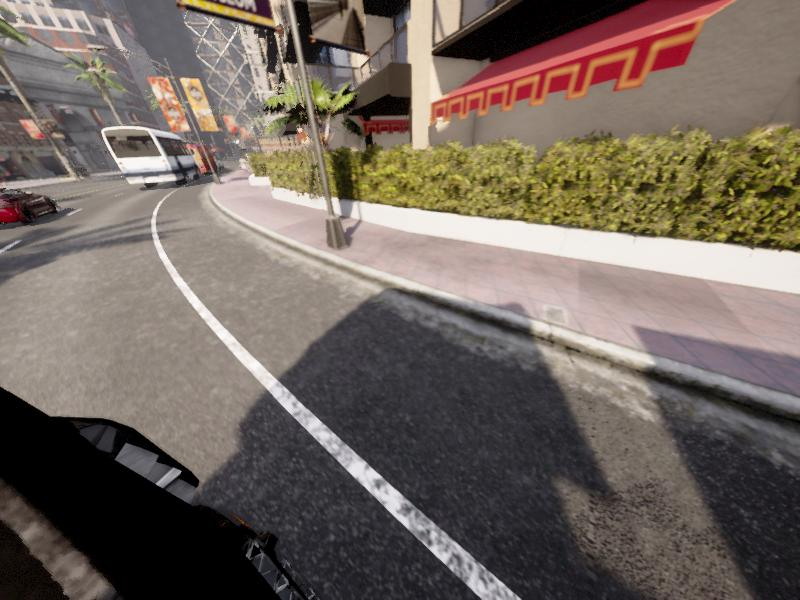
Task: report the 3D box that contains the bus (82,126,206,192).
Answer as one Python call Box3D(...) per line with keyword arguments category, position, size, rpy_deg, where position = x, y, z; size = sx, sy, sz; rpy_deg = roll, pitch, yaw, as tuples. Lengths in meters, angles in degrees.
Box3D(category="bus", position=(-22.797, -13.444, 21.962), size=(3.944, 4.253, 10.273), rpy_deg=(-18, 36, -21))

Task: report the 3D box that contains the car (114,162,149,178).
Box3D(category="car", position=(-40.703, -19.883, 35.153), size=(2.097, 1.767, 4.553), rpy_deg=(-21, 38, -25))

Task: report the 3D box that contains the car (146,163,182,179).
Box3D(category="car", position=(-30.516, -16.774, 30.032), size=(1.970, 1.475, 3.806), rpy_deg=(-16, 36, -20))

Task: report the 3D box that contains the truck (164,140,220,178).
Box3D(category="truck", position=(-28.147, -19.526, 31.881), size=(2.891, 3.827, 8.468), rpy_deg=(-16, 36, -19))

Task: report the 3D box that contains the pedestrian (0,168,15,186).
Box3D(category="pedestrian", position=(-46.035, -14.146, 26.523), size=(0.751, 1.860, 0.751), rpy_deg=(-13, 35, -15))

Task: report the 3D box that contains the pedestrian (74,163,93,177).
Box3D(category="pedestrian", position=(-49.411, -20.340, 36.085), size=(0.751, 1.860, 0.751), rpy_deg=(-5, 34, -3))

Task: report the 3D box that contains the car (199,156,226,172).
Box3D(category="car", position=(-32.227, -23.534, 39.813), size=(2.150, 2.045, 5.566), rpy_deg=(-16, 36, -19))

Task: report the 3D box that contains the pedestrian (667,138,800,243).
Box3D(category="pedestrian", position=(6.876, -2.282, 4.909), size=(0.751, 1.860, 0.751), rpy_deg=(16, 38, 26))

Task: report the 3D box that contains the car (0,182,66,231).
Box3D(category="car", position=(-17.588, -4.161, 10.223), size=(1.994, 1.385, 4.181), rpy_deg=(-25, 39, -30))

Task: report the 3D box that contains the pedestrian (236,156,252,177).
Box3D(category="pedestrian", position=(-16.355, -14.035, 24.230), size=(0.751, 1.860, 0.751), rpy_deg=(-16, 36, -20))

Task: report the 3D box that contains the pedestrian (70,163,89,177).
Box3D(category="pedestrian", position=(-50.108, -20.323, 36.109), size=(0.751, 1.860, 0.751), rpy_deg=(-15, 35, -17))
